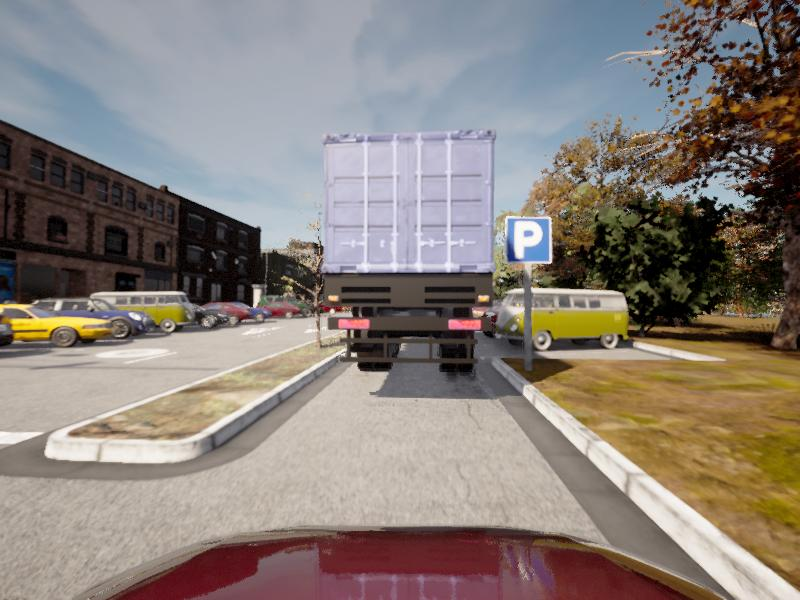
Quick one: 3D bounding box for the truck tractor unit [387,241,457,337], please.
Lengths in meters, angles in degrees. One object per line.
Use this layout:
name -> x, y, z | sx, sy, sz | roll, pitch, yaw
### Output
truck tractor unit -> 1.237, -0.495, 20.813 | 3.053, 4.208, 6.516 | 0, 0, 5

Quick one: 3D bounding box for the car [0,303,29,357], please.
car -> -13.331, 0.845, 10.487 | 4.792, 1.488, 2.163 | -1, 0, -16

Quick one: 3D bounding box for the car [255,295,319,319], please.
car -> -10.511, 0.609, 37.501 | 5.566, 2.045, 2.435 | -1, 0, -13

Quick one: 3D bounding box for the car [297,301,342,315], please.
car -> -9.333, 0.879, 46.469 | 5.008, 1.535, 2.097 | -1, 0, -12

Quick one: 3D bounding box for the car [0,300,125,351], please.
car -> -12.755, 0.810, 13.494 | 5.366, 1.575, 1.946 | -1, 0, -16

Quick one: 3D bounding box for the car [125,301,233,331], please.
car -> -12.176, 0.834, 22.473 | 4.892, 1.521, 2.231 | -1, 0, -15

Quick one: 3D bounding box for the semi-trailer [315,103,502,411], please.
semi-trailer -> 0.631, -0.603, 12.923 | 2.717, 4.402, 14.254 | 0, 0, 4

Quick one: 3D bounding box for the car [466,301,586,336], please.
car -> 6.113, 0.859, 19.497 | 5.366, 1.575, 1.946 | 1, 0, -15

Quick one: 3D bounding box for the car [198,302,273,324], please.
car -> -11.570, 0.884, 28.485 | 4.674, 1.452, 2.002 | -1, 0, -14

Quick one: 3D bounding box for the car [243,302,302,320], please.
car -> -10.893, 0.895, 34.484 | 4.674, 1.452, 2.002 | -1, 0, -14

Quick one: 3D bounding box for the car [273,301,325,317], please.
car -> -10.160, 0.867, 40.488 | 5.008, 1.535, 2.097 | -1, 0, -13

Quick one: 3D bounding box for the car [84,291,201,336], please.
car -> -12.334, 0.599, 19.497 | 4.442, 1.987, 1.878 | -1, 0, -15

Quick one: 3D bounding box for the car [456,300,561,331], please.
car -> 6.029, 0.857, 22.347 | 5.366, 1.575, 1.946 | 1, 0, -14

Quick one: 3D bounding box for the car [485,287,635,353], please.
car -> 5.333, 0.624, 13.514 | 4.442, 1.987, 1.878 | 1, 0, -15

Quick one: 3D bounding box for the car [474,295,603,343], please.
car -> 5.647, 0.730, 16.492 | 4.553, 1.767, 2.185 | 1, 0, -15

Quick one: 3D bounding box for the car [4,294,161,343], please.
car -> -12.730, 0.695, 16.447 | 4.553, 1.767, 2.185 | -1, 0, -16

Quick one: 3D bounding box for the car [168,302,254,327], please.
car -> -11.873, 0.878, 25.475 | 4.674, 1.452, 2.002 | -1, 0, -15
